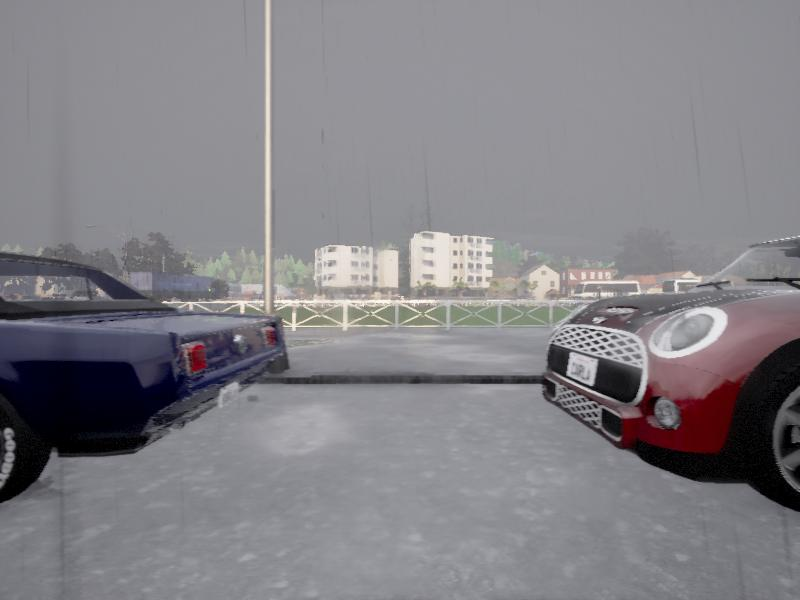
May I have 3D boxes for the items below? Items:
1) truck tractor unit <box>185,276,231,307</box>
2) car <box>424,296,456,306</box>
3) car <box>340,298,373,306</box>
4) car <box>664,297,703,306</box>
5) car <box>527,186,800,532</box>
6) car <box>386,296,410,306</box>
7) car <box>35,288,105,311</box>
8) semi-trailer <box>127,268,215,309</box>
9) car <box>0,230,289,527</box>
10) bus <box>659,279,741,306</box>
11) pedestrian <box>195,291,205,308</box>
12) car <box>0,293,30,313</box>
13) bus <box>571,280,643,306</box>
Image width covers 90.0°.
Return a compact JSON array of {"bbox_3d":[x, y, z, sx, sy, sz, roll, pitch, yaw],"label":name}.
[{"bbox_3d":[-27.565,-1.109,57.767,3.053,4.208,6.516,0,0,5],"label":"truck tractor unit"},{"bbox_3d":[6.838,0.168,68.416,5.238,1.638,1.930,0,0,0],"label":"car"},{"bbox_3d":[-7.380,0.297,68.423,5.357,1.411,2.033,0,0,0],"label":"car"},{"bbox_3d":[48.445,0.203,68.397,5.366,1.575,1.801,0,0,0],"label":"car"},{"bbox_3d":[3.076,0.253,2.701,3.806,1.475,1.970,0,0,0],"label":"car"},{"bbox_3d":[-0.341,0.188,68.421,3.988,1.617,1.851,0,0,0],"label":"car"},{"bbox_3d":[-31.750,-0.020,38.760,2.150,2.045,5.566,0,0,0],"label":"car"},{"bbox_3d":[-27.740,-1.208,49.860,2.717,4.402,14.254,0,0,0],"label":"semi-trailer"},{"bbox_3d":[-3.372,0.345,2.698,4.718,1.301,1.895,0,0,0],"label":"car"},{"bbox_3d":[48.211,-1.156,64.518,10.273,4.253,3.944,0,0,0],"label":"bus"},{"bbox_3d":[-22.641,-0.059,45.260,0.751,1.860,0.751,0,0,0],"label":"pedestrian"},{"bbox_3d":[-31.744,0.240,30.994,2.007,1.525,4.514,0,0,0],"label":"car"},{"bbox_3d":[35.125,-1.148,68.282,10.273,4.253,3.944,0,0,0],"label":"bus"}]
